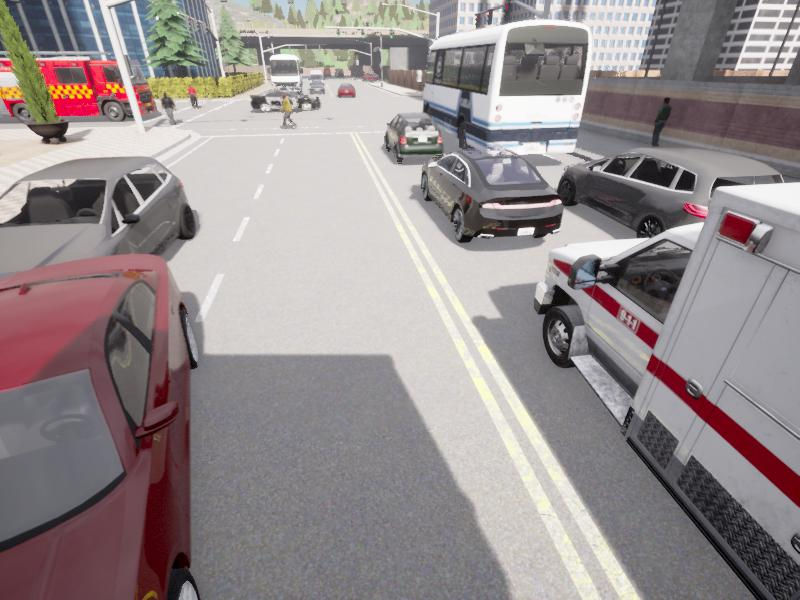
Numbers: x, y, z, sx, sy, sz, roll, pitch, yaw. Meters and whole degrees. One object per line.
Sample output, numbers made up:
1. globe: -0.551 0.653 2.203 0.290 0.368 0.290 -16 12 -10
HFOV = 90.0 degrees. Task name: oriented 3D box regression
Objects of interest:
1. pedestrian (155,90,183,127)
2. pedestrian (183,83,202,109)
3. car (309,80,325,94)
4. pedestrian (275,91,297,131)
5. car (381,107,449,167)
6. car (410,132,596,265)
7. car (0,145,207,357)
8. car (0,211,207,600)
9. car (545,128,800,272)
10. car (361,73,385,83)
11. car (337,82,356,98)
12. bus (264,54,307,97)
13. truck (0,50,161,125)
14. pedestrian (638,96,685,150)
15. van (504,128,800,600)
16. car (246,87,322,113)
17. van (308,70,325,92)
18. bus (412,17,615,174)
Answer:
1. pedestrian: -13.291 -11.056 23.066 0.751 1.860 0.751 -5 31 -8
2. pedestrian: -16.841 -16.534 32.448 0.751 1.860 0.751 -2 30 -3
3. car: -10.732 -27.584 51.816 1.812 1.442 4.674 -5 31 -9
4. pedestrian: -6.120 -10.156 21.515 0.751 1.860 0.751 -13 33 -21
5. car: 0.448 -6.301 15.265 1.789 1.549 3.705 -5 31 -9
6. car: 1.770 -2.585 8.939 2.128 1.511 4.902 -5 31 -9
7. car: -5.036 -1.183 6.402 2.242 1.667 4.611 -5 30 -8
8. car: -2.654 0.923 2.909 1.882 1.535 5.008 -13 32 -21
9. car: 5.404 -2.444 8.534 2.242 1.667 4.611 -5 31 -9
10. car: -5.839 -48.263 86.943 4.856 1.649 2.033 0 31 2
11. car: -6.260 -24.350 46.349 1.994 1.385 4.181 -4 31 -6
12. bus: -13.882 -27.986 49.726 3.944 4.253 10.273 -5 31 -9
13. truck: -20.582 -13.300 25.017 8.468 3.827 2.891 -5 31 -8
14. pedestrian: 10.161 -6.904 15.624 0.751 1.860 0.751 -8 31 -13
15. van: 3.122 0.792 2.247 2.351 2.431 6.366 -5 31 -9
16. car: -8.771 -15.350 30.674 5.238 1.638 1.930 -5 31 -10
17. van: -12.121 -31.904 58.129 1.988 2.561 5.915 -5 31 -9
18. bus: 3.441 -8.750 16.782 3.944 4.253 10.273 -5 31 -8
